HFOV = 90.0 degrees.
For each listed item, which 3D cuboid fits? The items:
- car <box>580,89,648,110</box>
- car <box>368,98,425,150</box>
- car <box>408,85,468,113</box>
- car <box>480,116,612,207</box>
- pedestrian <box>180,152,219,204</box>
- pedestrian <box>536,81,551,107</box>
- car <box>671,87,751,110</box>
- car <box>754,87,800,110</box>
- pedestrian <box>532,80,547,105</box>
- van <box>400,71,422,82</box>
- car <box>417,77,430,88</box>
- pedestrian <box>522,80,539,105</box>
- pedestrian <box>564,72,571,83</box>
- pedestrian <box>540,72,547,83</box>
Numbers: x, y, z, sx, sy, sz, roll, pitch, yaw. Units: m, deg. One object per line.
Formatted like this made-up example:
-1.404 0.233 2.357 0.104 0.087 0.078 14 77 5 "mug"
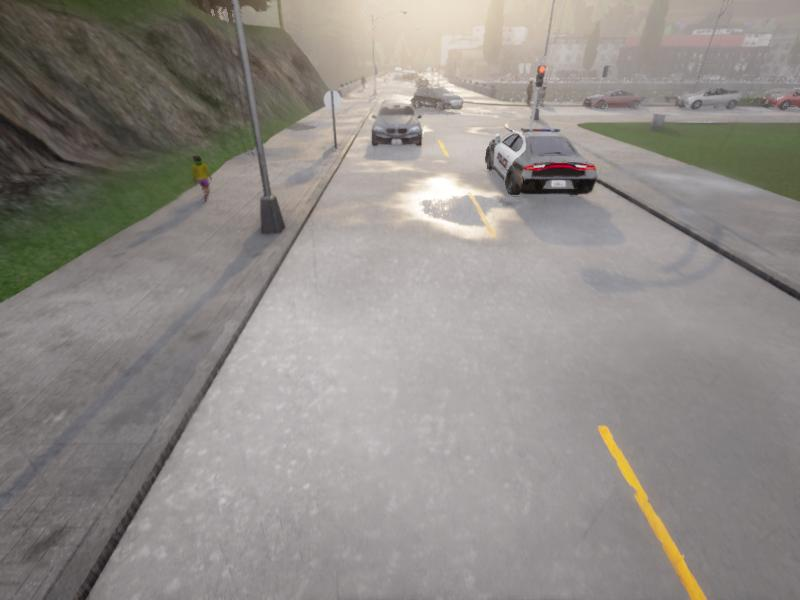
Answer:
17.166 -16.195 32.300 4.181 1.385 1.994 0 30 -1 "car"
-0.136 -8.113 18.183 2.242 1.667 4.611 0 30 0 "car"
2.886 -16.120 31.896 2.033 1.649 4.856 -21 36 -30 "car"
3.896 -4.302 11.836 2.038 1.542 4.974 0 31 0 "car"
-4.804 -2.933 9.646 0.500 1.100 0.500 -5 31 -9 "pedestrian"
12.096 -17.351 33.694 0.751 1.860 0.751 4 31 6 "pedestrian"
24.959 -16.272 32.287 4.514 1.525 2.007 0 30 0 "car"
31.995 -16.283 32.316 4.514 1.525 2.007 0 30 0 "car"
11.981 -17.854 34.352 0.751 1.860 0.751 -2 30 -3 "pedestrian"
2.399 -49.303 88.116 2.069 2.038 4.480 -26 39 -36 "van"
3.645 -34.271 63.028 1.816 1.474 4.193 0 30 0 "car"
11.105 -17.709 34.103 0.751 1.860 0.751 -18 35 -27 "pedestrian"
33.343 -44.267 79.503 0.751 1.860 0.751 3 31 5 "pedestrian"
27.943 -43.271 77.795 0.751 1.860 0.751 0 30 0 "pedestrian"
